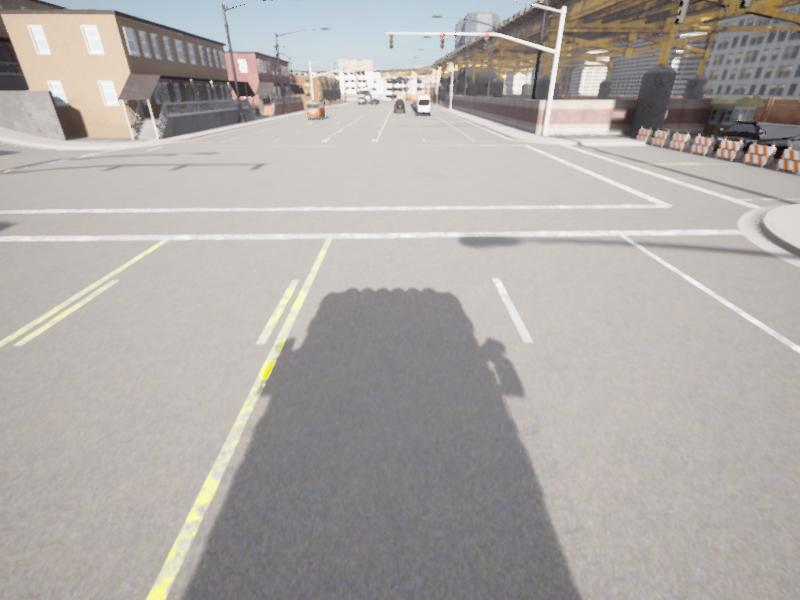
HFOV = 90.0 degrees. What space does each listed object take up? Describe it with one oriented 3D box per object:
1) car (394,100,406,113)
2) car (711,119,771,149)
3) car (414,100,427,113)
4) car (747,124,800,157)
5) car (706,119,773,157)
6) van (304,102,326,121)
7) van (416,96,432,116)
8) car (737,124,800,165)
[{"bbox_3d":[-0.040,-32.399,67.040,1.905,1.878,3.866,0,27,0],"label":"car"},{"bbox_3d":[19.452,-9.504,22.770,1.853,1.218,4.536,24,36,38],"label":"car"},{"bbox_3d":[3.459,-32.474,67.175,1.905,1.878,3.866,0,27,0],"label":"car"},{"bbox_3d":[19.461,-7.347,18.609,1.853,1.218,4.536,-19,33,-32],"label":"car"},{"bbox_3d":[19.417,-9.347,22.809,2.038,1.542,4.974,24,36,38],"label":"car"},{"bbox_3d":[-10.532,-23.619,49.997,1.775,1.987,4.442,0,28,0],"label":"van"},{"bbox_3d":[3.466,-29.022,59.757,1.988,2.561,5.915,0,27,0],"label":"van"},{"bbox_3d":[19.430,-7.226,18.718,2.038,1.542,4.974,-19,33,-32],"label":"car"}]
